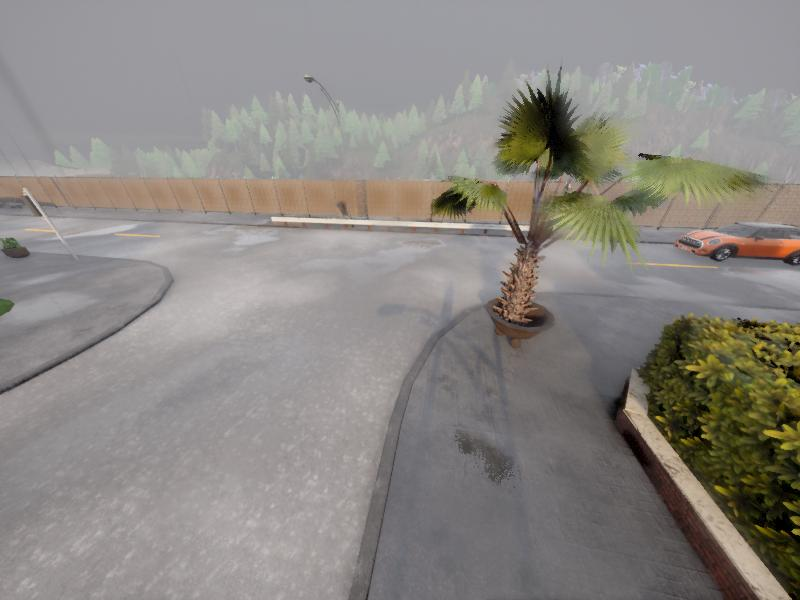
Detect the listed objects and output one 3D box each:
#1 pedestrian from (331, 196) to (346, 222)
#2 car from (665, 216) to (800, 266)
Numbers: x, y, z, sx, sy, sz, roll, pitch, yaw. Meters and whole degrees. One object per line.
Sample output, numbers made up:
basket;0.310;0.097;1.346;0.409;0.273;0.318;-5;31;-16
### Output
pedestrian;-5.083;-7.571;19.208;0.751;1.860;0.751;6;30;10
car;17.471;-3.080;11.753;4.553;1.767;2.097;5;30;9
